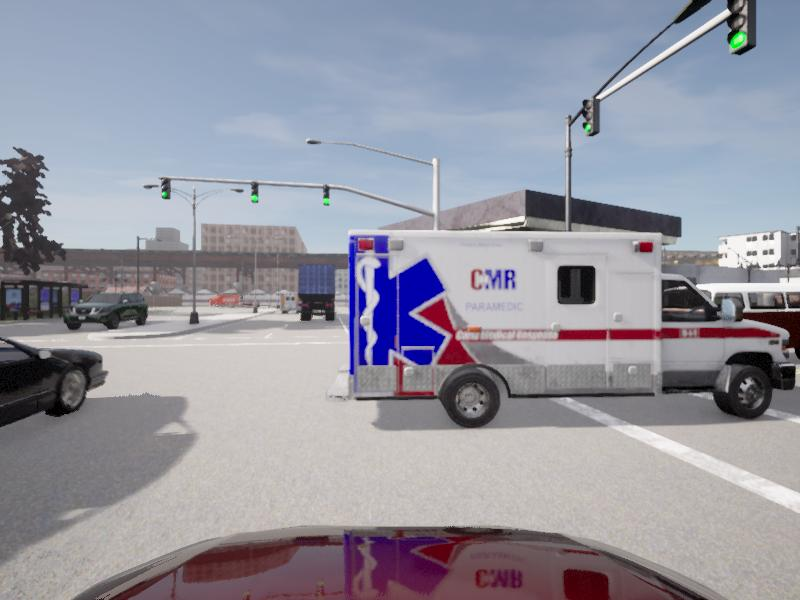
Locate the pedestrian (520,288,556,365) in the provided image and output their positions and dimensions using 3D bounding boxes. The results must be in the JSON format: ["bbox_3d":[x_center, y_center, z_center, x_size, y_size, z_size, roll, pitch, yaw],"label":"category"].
[{"bbox_3d":[3.523,0.634,10.183,0.751,1.860,0.751,0,0,27],"label":"pedestrian"}]

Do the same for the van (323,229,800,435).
[{"bbox_3d":[2.203,0.376,6.065,6.366,2.431,2.351,0,0,-3],"label":"van"}]

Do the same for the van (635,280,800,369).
[{"bbox_3d":[9.007,0.568,10.666,4.480,2.038,2.069,0,0,-12],"label":"van"}]

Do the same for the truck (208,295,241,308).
[{"bbox_3d":[-33.914,0.336,77.465,5.204,2.467,2.627,0,0,-10],"label":"truck"}]

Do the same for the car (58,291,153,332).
[{"bbox_3d":[-16.637,0.563,23.057,2.150,2.045,5.566,0,0,-10],"label":"car"}]

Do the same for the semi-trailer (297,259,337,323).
[{"bbox_3d":[-7.015,-0.626,34.791,2.717,4.402,14.254,0,0,-10],"label":"semi-trailer"}]

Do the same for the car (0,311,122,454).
[{"bbox_3d":[-5.131,0.894,3.787,2.033,1.411,5.357,0,0,-10],"label":"car"}]

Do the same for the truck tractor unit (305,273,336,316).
[{"bbox_3d":[-8.386,-0.531,42.582,3.053,4.208,6.516,0,0,-10],"label":"truck tractor unit"}]

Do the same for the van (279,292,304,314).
[{"bbox_3d":[-12.915,0.366,48.171,2.351,2.431,6.366,0,0,-10],"label":"van"}]
